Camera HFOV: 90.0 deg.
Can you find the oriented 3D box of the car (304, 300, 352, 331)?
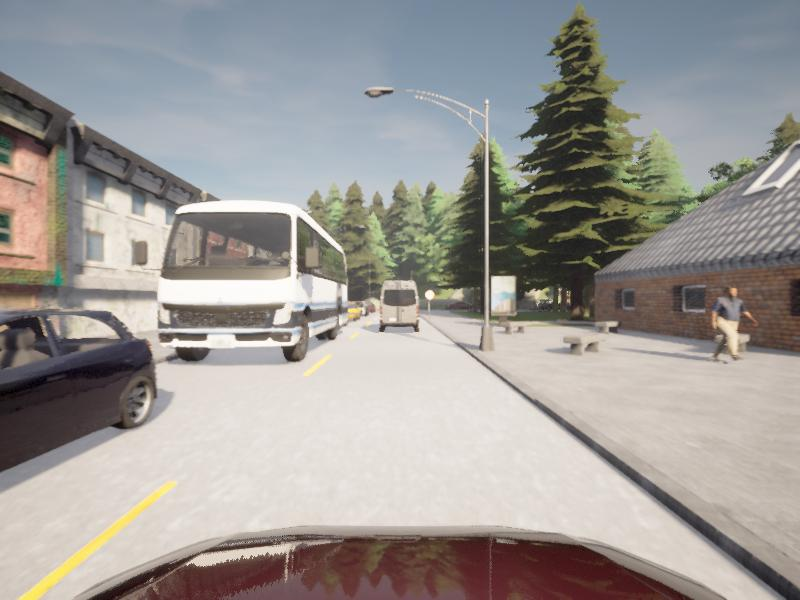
[{"bbox_3d":[-4.027,0.811,23.137,1.801,1.575,5.366,0,0,0],"label":"car"}]

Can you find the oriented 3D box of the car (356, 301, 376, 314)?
[{"bbox_3d":[-4.029,0.889,48.356,1.812,1.442,4.674,0,0,2],"label":"car"}]

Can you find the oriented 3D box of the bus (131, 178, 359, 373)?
[{"bbox_3d":[-3.893,-0.528,13.839,3.944,4.253,10.273,0,0,0],"label":"bus"}]

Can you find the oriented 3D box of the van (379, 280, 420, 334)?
[{"bbox_3d":[-0.021,0.331,22.035,1.988,2.561,5.915,0,0,0],"label":"van"}]

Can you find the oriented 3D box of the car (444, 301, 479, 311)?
[{"bbox_3d":[8.831,0.893,57.299,4.674,1.442,1.812,0,0,-7],"label":"car"}]

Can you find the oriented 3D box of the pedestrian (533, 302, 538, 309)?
[{"bbox_3d":[22.146,0.939,65.342,0.500,1.100,0.500,0,0,-19],"label":"pedestrian"}]

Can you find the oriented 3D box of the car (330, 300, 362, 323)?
[{"bbox_3d":[-4.036,0.814,30.683,1.801,1.575,5.366,0,0,0],"label":"car"}]

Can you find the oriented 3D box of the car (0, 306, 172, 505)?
[{"bbox_3d":[-3.998,0.828,3.597,1.845,1.501,3.633,0,0,0],"label":"car"}]

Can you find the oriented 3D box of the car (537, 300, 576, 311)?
[{"bbox_3d":[22.464,0.780,57.551,4.611,1.667,2.242,0,0,0],"label":"car"}]

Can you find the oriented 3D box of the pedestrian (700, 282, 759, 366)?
[{"bbox_3d":[7.627,0.536,9.298,0.751,1.860,0.751,0,0,-1],"label":"pedestrian"}]

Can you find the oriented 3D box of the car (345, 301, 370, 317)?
[{"bbox_3d":[-4.049,0.869,38.620,1.970,1.475,3.806,0,0,0],"label":"car"}]
